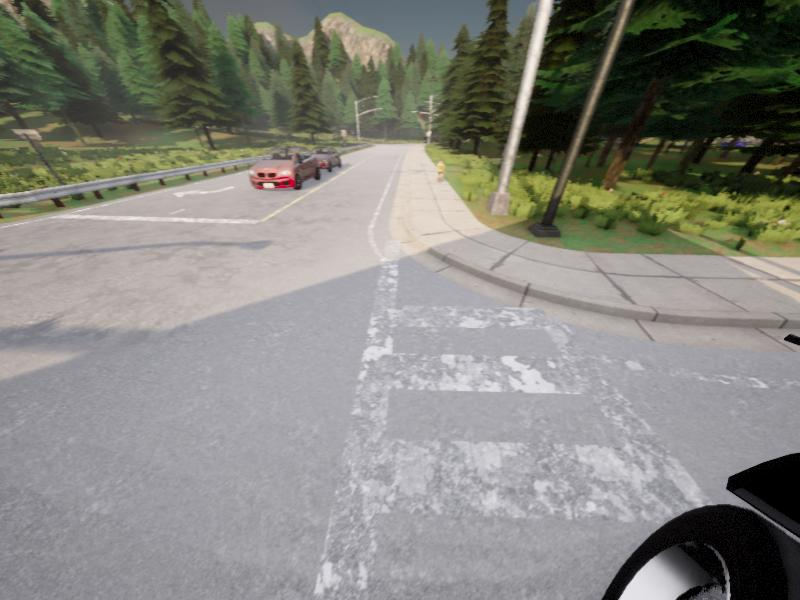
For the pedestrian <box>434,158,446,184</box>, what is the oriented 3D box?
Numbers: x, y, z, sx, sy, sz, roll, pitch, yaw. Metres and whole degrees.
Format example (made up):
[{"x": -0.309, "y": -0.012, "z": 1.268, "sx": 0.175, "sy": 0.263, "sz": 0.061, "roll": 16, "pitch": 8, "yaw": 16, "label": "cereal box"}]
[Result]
[{"x": 2.000, "y": -6.464, "z": 11.569, "sx": 0.500, "sy": 1.100, "sz": 0.500, "roll": 7, "pitch": 36, "yaw": 9, "label": "pedestrian"}]

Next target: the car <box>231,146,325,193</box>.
[{"x": -5.885, "y": -6.952, "z": 12.040, "sx": 2.242, "sy": 1.667, "sz": 4.611, "roll": 1, "pitch": 36, "yaw": 2, "label": "car"}]

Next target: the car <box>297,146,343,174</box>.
[{"x": -5.677, "y": -10.433, "z": 17.050, "sx": 1.816, "sy": 1.474, "sz": 4.193, "roll": 1, "pitch": 36, "yaw": 2, "label": "car"}]
